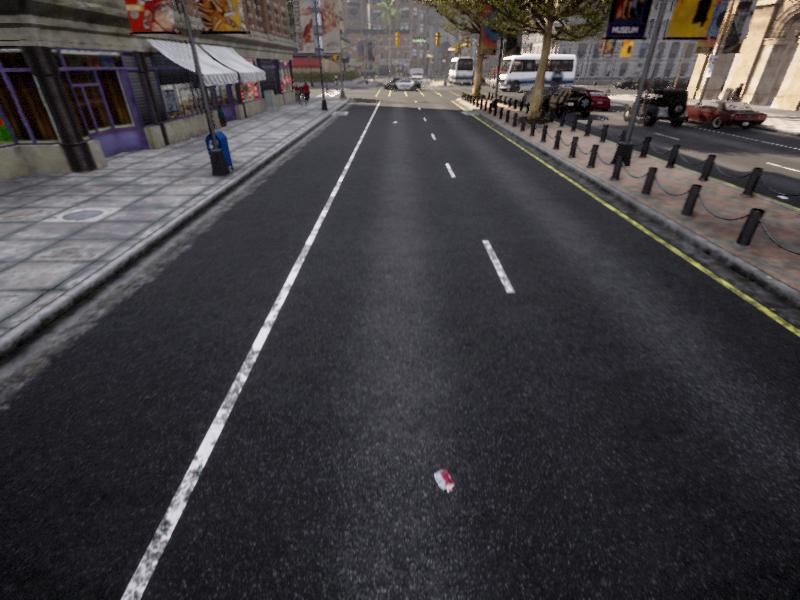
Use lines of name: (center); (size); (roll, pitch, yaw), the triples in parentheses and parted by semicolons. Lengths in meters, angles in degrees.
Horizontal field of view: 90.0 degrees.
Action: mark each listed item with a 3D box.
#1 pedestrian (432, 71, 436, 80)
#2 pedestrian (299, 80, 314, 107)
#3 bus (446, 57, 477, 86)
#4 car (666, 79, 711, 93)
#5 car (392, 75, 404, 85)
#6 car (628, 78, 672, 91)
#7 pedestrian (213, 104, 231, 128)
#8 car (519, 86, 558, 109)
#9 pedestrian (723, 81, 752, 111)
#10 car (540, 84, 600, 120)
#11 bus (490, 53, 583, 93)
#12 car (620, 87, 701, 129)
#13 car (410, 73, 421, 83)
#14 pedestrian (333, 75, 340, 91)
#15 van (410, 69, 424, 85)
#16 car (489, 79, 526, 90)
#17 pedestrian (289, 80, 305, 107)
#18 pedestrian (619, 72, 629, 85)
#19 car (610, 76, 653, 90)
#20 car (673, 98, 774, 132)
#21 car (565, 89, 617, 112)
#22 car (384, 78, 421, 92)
pedestrian: (7.851, -51.590, 91.795); (0.751, 1.860, 0.751); (-8, 31, -13)
pedestrian: (-7.447, -16.438, 31.838); (0.751, 1.860, 0.751); (5, 31, 8)
bus: (11.008, -41.766, 73.004); (3.944, 4.253, 10.273); (0, 30, 0)
car: (37.285, -27.704, 51.733); (4.193, 1.474, 1.816); (0, 30, 0)
car: (-0.373, -40.878, 74.328); (2.033, 1.411, 5.357); (0, 30, 0)
car: (34.094, -29.472, 54.702); (4.514, 1.525, 2.007); (0, 30, 0)
pedestrian: (-9.397, -9.716, 21.126); (0.500, 1.100, 0.500); (-1, 30, -2)
car: (11.337, -16.733, 32.996); (1.845, 1.501, 3.633); (0, 30, 0)
pedestrian: (24.454, -14.813, 29.030); (0.751, 1.860, 0.751); (-3, 31, -6)
car: (11.357, -13.492, 27.123); (1.932, 1.855, 4.605); (0, 30, 0)
bus: (17.553, -29.464, 52.011); (10.273, 4.253, 3.944); (-8, 31, -13)
car: (14.878, -11.179, 23.161); (1.905, 1.878, 3.866); (0, 30, 0)
car: (3.094, -45.101, 81.295); (2.033, 1.649, 4.856); (0, 30, 0)
pedestrian: (-8.701, -29.698, 54.760); (0.751, 1.860, 0.751); (-2, 30, -3)
van: (3.124, -41.566, 74.476); (2.351, 2.431, 6.366); (0, 30, 0)
car: (15.440, -31.042, 57.630); (4.718, 1.301, 1.895); (0, 30, 0)
pedestrian: (-8.245, -16.534, 32.003); (0.751, 1.860, 0.751); (5, 31, 9)
pedestrian: (36.792, -36.404, 65.843); (0.751, 1.860, 0.751); (0, 30, 0)
car: (33.278, -31.301, 57.681); (4.611, 1.667, 2.242); (0, 30, 0)
car: (18.130, -10.610, 22.765); (1.895, 1.301, 4.718); (0, 30, 0)
car: (14.838, -15.699, 31.387); (1.994, 1.385, 4.181); (0, 30, 0)
car: (0.347, -29.294, 54.425); (4.974, 1.542, 2.038); (-1, 30, 0)
